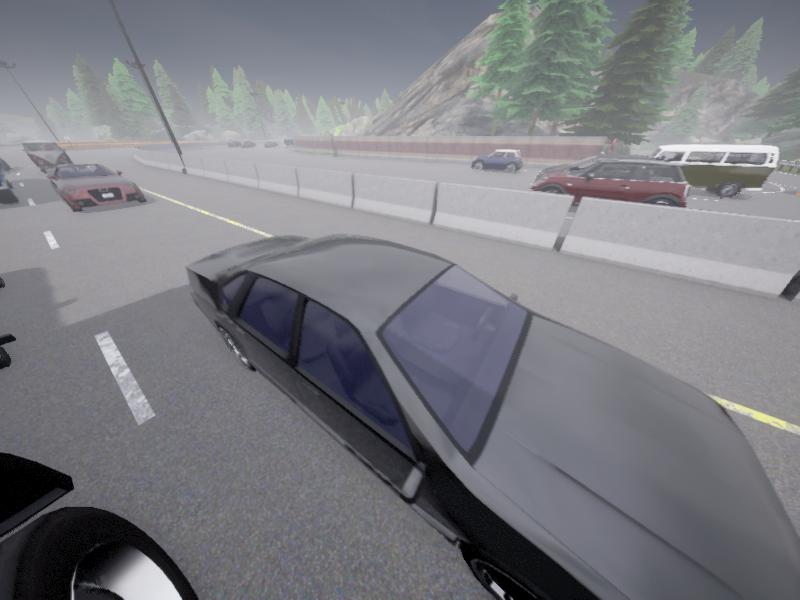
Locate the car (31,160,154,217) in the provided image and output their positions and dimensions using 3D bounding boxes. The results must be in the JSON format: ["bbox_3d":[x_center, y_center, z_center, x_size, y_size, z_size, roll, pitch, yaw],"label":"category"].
[{"bbox_3d":[-12.072,-4.544,9.087,4.181,1.385,1.994,22,41,28],"label":"car"}]

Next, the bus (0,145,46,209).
[{"bbox_3d":[-18.912,-6.123,8.801,10.273,4.253,3.944,21,40,29],"label":"bus"}]

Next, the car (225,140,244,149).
[{"bbox_3d":[-38.156,-36.096,53.499,1.789,1.549,3.705,-2,36,-3],"label":"car"}]

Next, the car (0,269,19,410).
[{"bbox_3d":[-6.420,0.057,2.247,4.553,1.767,2.097,22,41,28],"label":"car"}]

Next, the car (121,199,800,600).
[{"bbox_3d":[-0.232,0.270,2.320,5.357,1.411,2.033,22,41,28],"label":"car"}]

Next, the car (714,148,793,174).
[{"bbox_3d":[30.405,-12.226,20.161,2.128,1.511,4.902,21,40,27],"label":"car"}]

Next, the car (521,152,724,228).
[{"bbox_3d":[7.313,-4.209,8.382,4.553,1.767,2.097,22,41,28],"label":"car"}]

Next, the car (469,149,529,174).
[{"bbox_3d":[7.903,-11.227,18.620,3.806,1.475,1.970,22,41,28],"label":"car"}]

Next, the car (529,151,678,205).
[{"bbox_3d":[9.094,-5.894,10.894,4.611,1.667,2.242,22,41,28],"label":"car"}]

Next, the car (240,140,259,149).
[{"bbox_3d":[-34.654,-35.926,53.299,1.845,1.501,3.633,-1,35,-2],"label":"car"}]

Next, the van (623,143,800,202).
[{"bbox_3d":[14.384,-6.351,11.263,4.480,2.038,2.069,22,41,28],"label":"van"}]

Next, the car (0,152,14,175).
[{"bbox_3d":[-30.372,-10.001,16.434,4.611,1.667,2.242,26,43,31],"label":"car"}]

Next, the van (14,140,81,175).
[{"bbox_3d":[-25.941,-10.607,17.058,4.442,1.987,1.775,24,42,30],"label":"van"}]

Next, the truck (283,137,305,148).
[{"bbox_3d":[-27.293,-40.922,59.773,2.390,2.098,6.274,4,37,5],"label":"truck"}]

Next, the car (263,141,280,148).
[{"bbox_3d":[-31.167,-37.862,56.164,1.994,1.385,4.181,0,36,0],"label":"car"}]
